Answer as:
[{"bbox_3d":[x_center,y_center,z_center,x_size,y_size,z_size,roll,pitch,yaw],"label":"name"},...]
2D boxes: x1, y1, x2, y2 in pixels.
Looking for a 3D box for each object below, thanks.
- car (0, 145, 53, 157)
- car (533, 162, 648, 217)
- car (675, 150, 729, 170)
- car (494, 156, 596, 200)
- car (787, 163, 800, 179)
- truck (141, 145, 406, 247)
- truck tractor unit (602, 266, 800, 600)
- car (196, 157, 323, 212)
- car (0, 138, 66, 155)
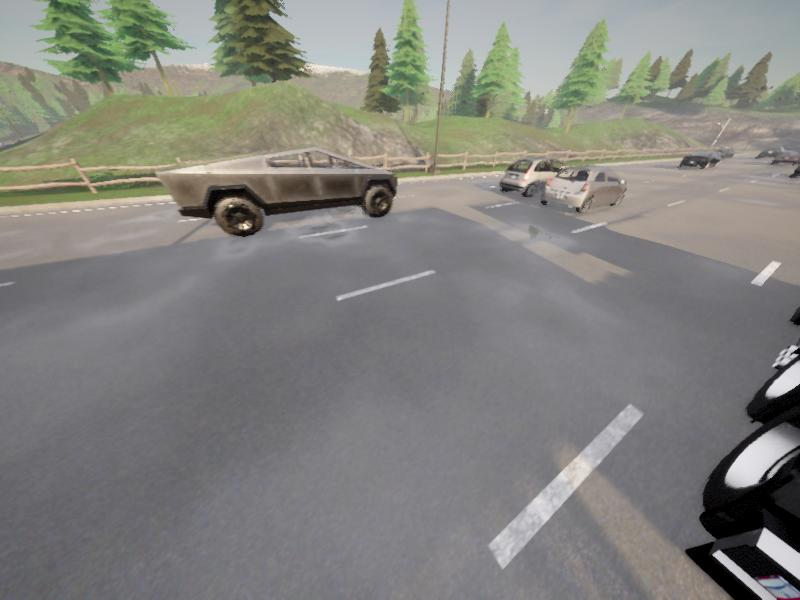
[{"bbox_3d":[-54.102,-21.291,32.926,4.718,1.301,1.895,-18,39,-24],"label":"car"},{"bbox_3d":[7.618,-4.587,9.348,3.633,1.501,1.845,-18,39,-24],"label":"car"},{"bbox_3d":[30.716,-14.274,23.518,5.008,1.535,1.882,-18,39,-24],"label":"car"},{"bbox_3d":[7.193,-6.233,11.645,3.988,1.617,1.851,-12,37,-17],"label":"car"},{"bbox_3d":[32.562,-10.168,17.844,4.718,1.301,1.895,-18,39,-24],"label":"car"},{"bbox_3d":[-3.145,-3.675,7.429,6.274,2.098,2.390,-18,39,-24],"label":"truck"},{"bbox_3d":[5.117,-0.293,0.782,6.516,4.208,3.053,-18,39,-24],"label":"truck tractor unit"},{"bbox_3d":[-5.614,-4.983,9.713,3.988,1.617,1.851,-18,39,-24],"label":"car"},{"bbox_3d":[-59.060,-24.611,36.997,5.566,2.045,2.150,-18,39,-24],"label":"car"}]
